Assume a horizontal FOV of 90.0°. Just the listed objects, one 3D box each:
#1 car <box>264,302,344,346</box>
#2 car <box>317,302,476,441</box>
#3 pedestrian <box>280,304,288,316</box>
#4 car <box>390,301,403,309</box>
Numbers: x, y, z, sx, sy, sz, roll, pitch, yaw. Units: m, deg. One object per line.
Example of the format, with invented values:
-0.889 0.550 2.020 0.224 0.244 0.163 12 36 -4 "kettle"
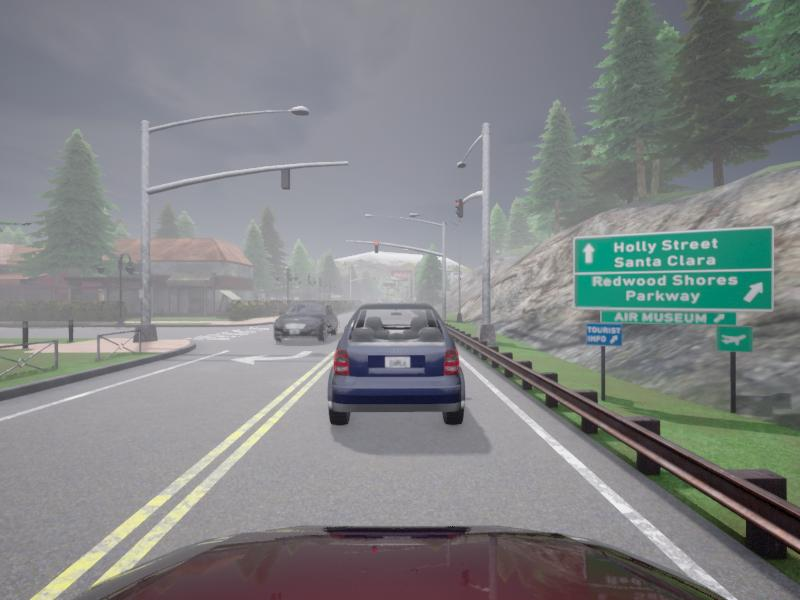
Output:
-3.671 0.835 16.266 2.128 1.511 4.902 0 0 -1 "car"
-0.060 0.815 6.371 1.789 1.549 3.705 0 0 -1 "car"
-10.088 0.865 34.807 0.500 1.100 0.500 0 0 2 "pedestrian"
-0.666 0.851 69.640 2.163 1.488 4.792 0 0 -1 "car"
